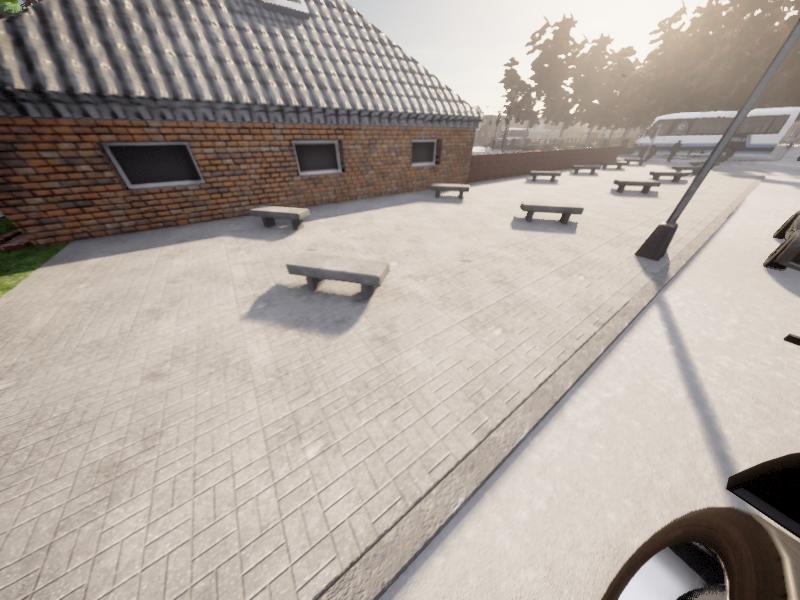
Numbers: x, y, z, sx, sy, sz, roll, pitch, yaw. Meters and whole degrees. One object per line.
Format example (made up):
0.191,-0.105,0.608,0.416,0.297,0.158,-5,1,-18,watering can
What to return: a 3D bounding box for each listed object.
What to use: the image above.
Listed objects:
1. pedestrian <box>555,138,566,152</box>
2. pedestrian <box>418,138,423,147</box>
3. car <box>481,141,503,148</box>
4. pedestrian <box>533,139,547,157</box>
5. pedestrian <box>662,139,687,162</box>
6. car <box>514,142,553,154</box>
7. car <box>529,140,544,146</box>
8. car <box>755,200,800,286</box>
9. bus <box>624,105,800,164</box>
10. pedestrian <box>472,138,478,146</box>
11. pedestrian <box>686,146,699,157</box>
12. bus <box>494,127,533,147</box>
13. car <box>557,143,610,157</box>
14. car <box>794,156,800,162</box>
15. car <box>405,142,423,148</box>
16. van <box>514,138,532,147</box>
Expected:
26.953,-25.994,38.765,0.751,1.860,0.751,-23,41,-28,pedestrian
5.304,-40.513,59.527,0.751,1.860,0.751,-16,38,-21,pedestrian
22.929,-38.772,57.544,5.357,1.411,2.033,-21,40,-27,car
17.701,-19.231,29.233,0.751,1.860,0.751,-20,40,-25,pedestrian
26.589,-14.448,22.374,0.751,1.860,0.751,-25,42,-30,pedestrian
21.596,-24.853,37.685,1.882,1.535,5.008,-22,41,-28,car
43.290,-49.833,73.054,4.674,1.442,1.812,-23,41,-28,car
9.520,-1.403,4.388,4.611,1.667,2.242,-22,41,-28,car
31.508,-17.075,24.222,10.273,4.253,3.944,29,44,35,bus
20.948,-44.100,64.473,0.751,1.860,0.751,-22,41,-28,pedestrian
36.030,-18.295,28.443,0.500,1.100,0.500,24,42,30,pedestrian
32.223,-46.322,65.715,10.273,4.253,3.944,-21,40,-27,bus
25.811,-21.285,32.720,2.033,1.411,5.357,-22,40,-27,car
42.678,-15.099,23.396,3.866,1.878,1.905,-21,40,-26,car
3.592,-39.454,58.728,1.895,1.301,4.718,-24,42,-30,car
33.670,-43.169,63.195,4.442,1.987,1.775,-24,41,-29,van
